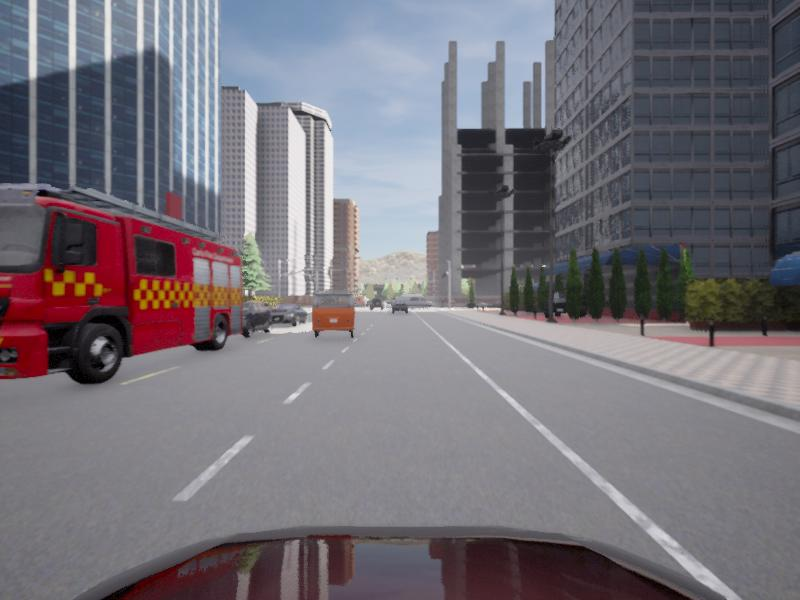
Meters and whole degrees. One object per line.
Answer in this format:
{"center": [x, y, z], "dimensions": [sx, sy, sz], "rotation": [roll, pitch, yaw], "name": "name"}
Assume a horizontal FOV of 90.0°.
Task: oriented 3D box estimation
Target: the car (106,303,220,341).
{"center": [-10.503, 0.889, 18.374], "dimensions": [2.033, 1.411, 5.357], "rotation": [0, 0, 0], "name": "car"}

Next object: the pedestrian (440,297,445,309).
{"center": [6.948, 0.463, 64.889], "dimensions": [0.751, 1.860, 0.751], "rotation": [0, 0, 6], "name": "pedestrian"}

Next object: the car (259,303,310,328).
{"center": [-7.008, 0.899, 24.717], "dimensions": [1.994, 1.385, 4.181], "rotation": [0, 0, -1], "name": "car"}

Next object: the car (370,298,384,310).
{"center": [-3.530, 0.625, 62.371], "dimensions": [1.905, 1.878, 3.866], "rotation": [0, 0, 0], "name": "car"}

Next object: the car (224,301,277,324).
{"center": [-10.501, 0.813, 28.556], "dimensions": [1.882, 1.535, 5.008], "rotation": [0, 0, 0], "name": "car"}

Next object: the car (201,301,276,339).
{"center": [-7.002, 0.821, 17.770], "dimensions": [1.845, 1.501, 3.633], "rotation": [0, 0, 0], "name": "car"}

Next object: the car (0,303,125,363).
{"center": [-10.499, 0.849, 11.918], "dimensions": [1.970, 1.475, 3.806], "rotation": [0, 0, 0], "name": "car"}

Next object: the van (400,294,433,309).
{"center": [3.005, 0.276, 73.301], "dimensions": [5.915, 2.561, 1.988], "rotation": [0, 0, 0], "name": "van"}

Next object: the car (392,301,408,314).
{"center": [-0.008, 0.828, 47.859], "dimensions": [1.837, 1.490, 4.892], "rotation": [0, 0, 0], "name": "car"}

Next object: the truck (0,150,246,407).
{"center": [-7.007, -0.324, 10.203], "dimensions": [2.891, 3.827, 8.468], "rotation": [0, 0, 0], "name": "truck"}

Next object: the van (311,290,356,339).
{"center": [-2.962, 0.592, 18.565], "dimensions": [1.775, 1.987, 4.442], "rotation": [0, 0, -6], "name": "van"}

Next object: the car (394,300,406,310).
{"center": [-0.022, 0.801, 63.639], "dimensions": [1.882, 1.535, 5.008], "rotation": [0, 0, 0], "name": "car"}

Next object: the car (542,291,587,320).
{"center": [13.120, 0.392, 31.610], "dimensions": [2.390, 2.098, 6.274], "rotation": [0, 0, 31], "name": "car"}
